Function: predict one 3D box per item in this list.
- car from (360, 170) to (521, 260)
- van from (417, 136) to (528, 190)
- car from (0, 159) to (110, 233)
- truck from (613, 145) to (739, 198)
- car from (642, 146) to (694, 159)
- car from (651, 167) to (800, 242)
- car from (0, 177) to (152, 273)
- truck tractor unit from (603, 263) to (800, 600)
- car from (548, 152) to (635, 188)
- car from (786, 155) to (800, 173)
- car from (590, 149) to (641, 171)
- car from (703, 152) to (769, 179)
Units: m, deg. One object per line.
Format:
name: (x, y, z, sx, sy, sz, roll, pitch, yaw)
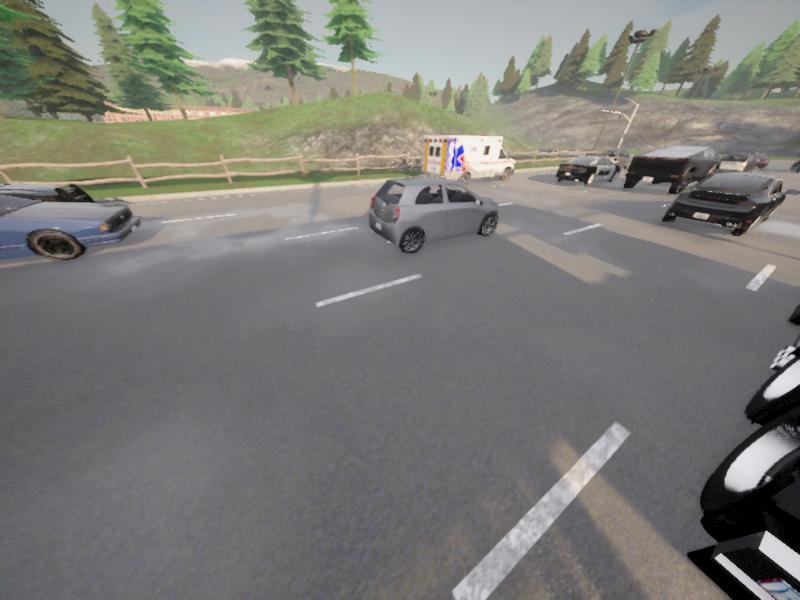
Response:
car: (1.042, -2.487, 6.233, 3.633, 1.501, 1.845, -18, 39, -25)
van: (4.398, -8.565, 14.194, 6.366, 2.431, 2.351, -18, 39, -24)
car: (-12.559, -2.770, 6.339, 5.238, 1.638, 1.930, -18, 39, -24)
truck: (15.385, -7.350, 12.911, 6.274, 2.098, 2.390, -18, 39, -24)
car: (45.078, -25.020, 39.018, 1.930, 1.638, 5.238, -12, 37, -18)
car: (10.998, -3.371, 7.682, 4.892, 1.490, 1.837, -18, 39, -24)
car: (-9.227, -1.429, 4.687, 5.357, 1.411, 2.033, -18, 39, -24)
truck tractor unit: (5.112, -0.298, 0.801, 6.516, 4.208, 3.053, -18, 39, -24)
car: (12.379, -8.507, 14.917, 5.238, 1.638, 1.930, -18, 39, -24)
car: (39.050, -12.831, 21.803, 4.718, 1.301, 1.895, -27, 43, -33)
car: (20.640, -13.472, 22.170, 3.988, 1.617, 1.851, -18, 39, -24)
car: (26.955, -10.882, 18.562, 3.988, 1.617, 1.851, -18, 39, -24)
